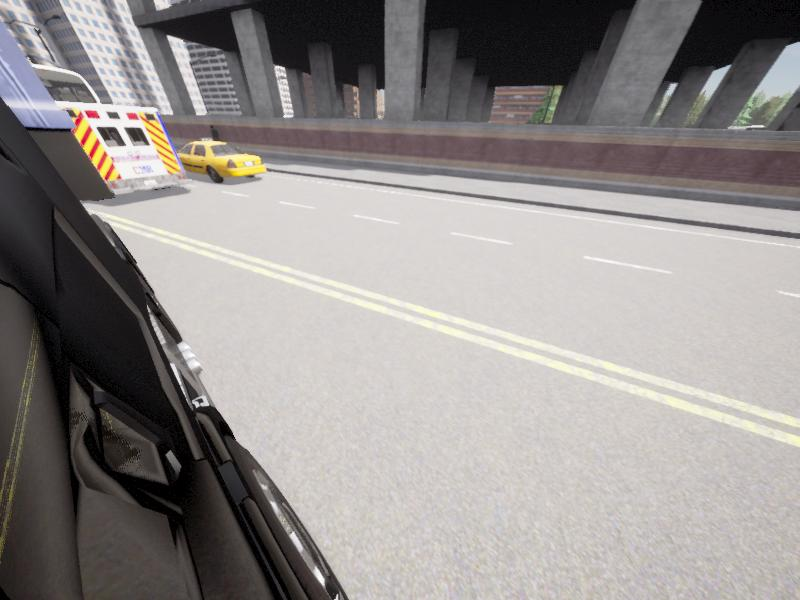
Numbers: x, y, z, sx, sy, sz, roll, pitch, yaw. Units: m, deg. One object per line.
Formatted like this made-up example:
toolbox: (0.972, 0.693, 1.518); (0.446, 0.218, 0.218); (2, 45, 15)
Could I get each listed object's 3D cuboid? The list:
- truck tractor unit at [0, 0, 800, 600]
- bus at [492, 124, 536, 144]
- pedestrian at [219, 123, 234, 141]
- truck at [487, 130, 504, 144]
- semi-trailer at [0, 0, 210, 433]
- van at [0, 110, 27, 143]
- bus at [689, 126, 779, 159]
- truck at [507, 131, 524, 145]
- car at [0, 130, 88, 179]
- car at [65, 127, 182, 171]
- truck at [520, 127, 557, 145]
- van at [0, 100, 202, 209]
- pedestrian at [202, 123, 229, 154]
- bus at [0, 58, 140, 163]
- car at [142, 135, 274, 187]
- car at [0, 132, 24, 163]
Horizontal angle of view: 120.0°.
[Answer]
truck tractor unit: (-2.645, -0.295, 0.351); (6.516, 4.208, 3.053); (28, 44, 30)
bus: (32.727, -47.841, 66.454); (10.273, 4.253, 3.944); (17, 39, 19)
pedestrian: (-23.426, -22.693, 31.218); (0.751, 1.860, 0.751); (18, 39, 20)
truck: (22.279, -37.979, 53.805); (2.615, 2.467, 5.204); (16, 39, 18)
semi-trailer: (-9.323, -3.061, 3.536); (14.254, 4.402, 2.717); (20, 40, 22)
van: (-37.903, -14.574, 19.294); (2.351, 2.431, 6.366); (16, 39, 18)
bus: (58.305, -28.180, 41.107); (3.944, 4.253, 10.273); (16, 39, 18)
truck: (26.200, -36.818, 52.440); (2.615, 2.467, 5.204); (16, 39, 18)
car: (-17.603, -6.797, 10.610); (4.902, 1.511, 2.128); (16, 39, 18)
car: (-15.193, -8.438, 12.822); (4.611, 1.667, 2.242); (16, 39, 18)
truck: (39.973, -47.719, 67.029); (8.468, 3.827, 2.891); (17, 39, 19)
van: (-10.664, -5.129, 7.948); (6.366, 2.431, 2.351); (16, 39, 18)
pedestrian: (-14.057, -12.334, 17.695); (0.751, 1.860, 0.751); (17, 39, 19)
bus: (-23.275, -11.786, 14.755); (10.273, 4.253, 3.944); (16, 39, 18)
car: (-8.747, -6.504, 10.620); (5.366, 1.575, 1.801); (16, 39, 18)
car: (-23.454, -8.537, 12.621); (3.705, 1.549, 1.789); (16, 39, 18)
